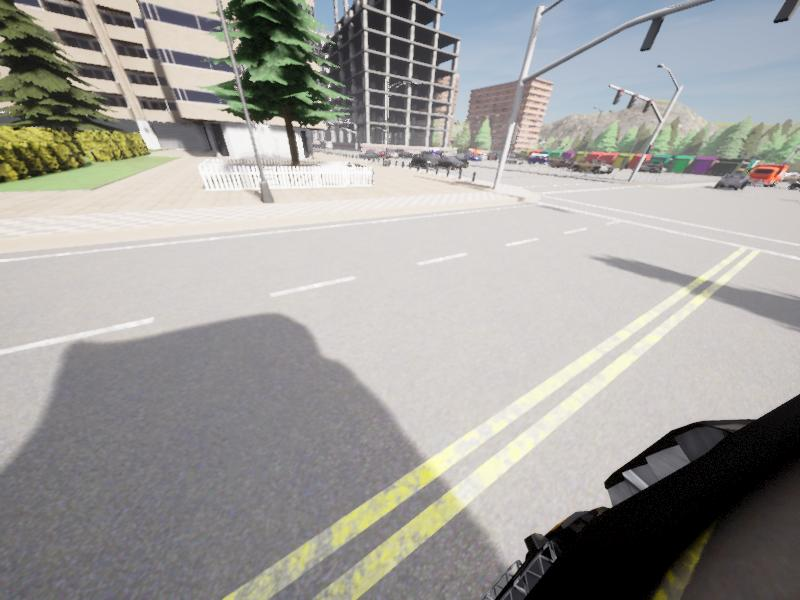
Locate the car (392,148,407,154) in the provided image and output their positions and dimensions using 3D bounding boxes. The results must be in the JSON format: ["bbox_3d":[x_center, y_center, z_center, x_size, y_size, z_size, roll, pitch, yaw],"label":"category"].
[{"bbox_3d":[-0.230,-50.904,78.873,4.892,1.490,1.837,-16,38,-26],"label":"car"}]

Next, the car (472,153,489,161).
[{"bbox_3d":[21.714,-38.652,62.406,1.970,1.475,3.806,-16,38,-26],"label":"car"}]

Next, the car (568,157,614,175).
[{"bbox_3d":[28.118,-19.881,34.244,1.932,1.855,4.605,-16,38,-26],"label":"car"}]

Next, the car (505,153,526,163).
[{"bbox_3d":[28.574,-35.227,57.387,1.905,1.878,3.866,-16,38,-26],"label":"car"}]

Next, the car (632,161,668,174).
[{"bbox_3d":[47.611,-25.352,44.100,1.905,1.878,3.866,-16,38,-26],"label":"car"}]

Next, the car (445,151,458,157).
[{"bbox_3d":[18.166,-51.586,81.640,3.988,1.617,1.851,-16,38,-26],"label":"car"}]

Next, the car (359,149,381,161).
[{"bbox_3d":[-5.367,-25.743,40.893,2.038,1.542,4.974,-16,38,-26],"label":"car"}]

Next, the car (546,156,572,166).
[{"bbox_3d":[38.848,-34.081,56.508,1.932,1.855,4.605,-16,38,-26],"label":"car"}]

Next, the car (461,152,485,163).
[{"bbox_3d":[16.183,-31.619,51.231,2.242,1.667,4.611,-16,38,-26],"label":"car"}]

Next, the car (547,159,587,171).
[{"bbox_3d":[29.774,-24.234,41.359,2.033,1.415,5.357,-16,38,-26],"label":"car"}]

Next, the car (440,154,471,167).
[{"bbox_3d":[9.014,-23.057,38.032,1.882,1.535,5.008,-16,38,-26],"label":"car"}]

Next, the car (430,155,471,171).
[{"bbox_3d":[6.410,-17.868,30.134,2.033,1.411,5.357,-16,38,-26],"label":"car"}]

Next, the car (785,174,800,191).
[{"bbox_3d":[48.677,-13.858,27.395,5.027,1.651,2.152,-15,38,-25],"label":"car"}]

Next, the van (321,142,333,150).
[{"bbox_3d":[-28.757,-60.871,91.007,2.351,2.431,6.366,-16,38,-26],"label":"van"}]

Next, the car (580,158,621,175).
[{"bbox_3d":[30.650,-20.556,35.475,1.905,1.878,3.866,-16,38,-26],"label":"car"}]

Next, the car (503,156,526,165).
[{"bbox_3d":[24.261,-29.721,49.174,1.970,1.475,3.806,-16,38,-26],"label":"car"}]

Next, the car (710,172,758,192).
[{"bbox_3d":[34.589,-12.276,23.929,3.633,1.501,1.845,-15,38,-26],"label":"car"}]

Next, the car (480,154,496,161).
[{"bbox_3d":[24.221,-39.383,63.657,1.784,1.438,3.905,-16,38,-26],"label":"car"}]

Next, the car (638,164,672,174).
[{"bbox_3d":[50.111,-25.853,45.493,1.970,1.475,3.806,-16,38,-26],"label":"car"}]

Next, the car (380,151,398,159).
[{"bbox_3d":[-2.360,-30.368,48.312,1.895,1.301,4.718,-16,38,-26],"label":"car"}]

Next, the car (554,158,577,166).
[{"bbox_3d":[41.377,-34.579,57.848,1.784,1.438,3.905,-16,38,-26],"label":"car"}]

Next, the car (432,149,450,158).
[{"bbox_3d":[11.137,-39.994,63.112,1.932,1.855,4.605,-16,38,-26],"label":"car"}]

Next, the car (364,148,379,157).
[{"bbox_3d":[-6.771,-34.795,54.477,1.812,1.442,4.674,-16,38,-26],"label":"car"}]

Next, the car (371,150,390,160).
[{"bbox_3d":[-3.807,-27.948,44.549,1.895,1.301,4.718,-16,38,-26],"label":"car"}]

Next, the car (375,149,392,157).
[{"bbox_3d":[-4.038,-35.926,56.450,2.033,1.411,5.357,-16,38,-26],"label":"car"}]

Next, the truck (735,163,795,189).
[{"bbox_3d":[46.184,-15.765,29.275,5.204,2.467,2.627,-15,38,-25],"label":"truck"}]

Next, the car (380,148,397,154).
[{"bbox_3d":[-3.942,-51.975,80.424,5.357,1.411,2.033,-16,38,-26],"label":"car"}]

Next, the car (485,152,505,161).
[{"bbox_3d":[26.527,-40.236,64.752,1.932,1.855,4.605,-16,38,-26],"label":"car"}]

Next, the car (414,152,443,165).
[{"bbox_3d":[4.675,-23.479,38.358,2.163,1.488,4.792,-16,38,-26],"label":"car"}]

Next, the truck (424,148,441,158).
[{"bbox_3d":[8.671,-39.333,61.742,2.069,2.038,4.478,-16,38,-26],"label":"truck"}]

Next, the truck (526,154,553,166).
[{"bbox_3d":[31.770,-32.131,52.815,2.069,2.038,4.478,-16,38,-26],"label":"truck"}]

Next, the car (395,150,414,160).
[{"bbox_3d":[0.896,-31.053,49.480,1.812,1.442,4.674,-16,38,-26],"label":"car"}]

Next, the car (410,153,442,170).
[{"bbox_3d":[3.121,-17.368,28.915,1.851,1.617,3.988,-16,38,-26],"label":"car"}]
